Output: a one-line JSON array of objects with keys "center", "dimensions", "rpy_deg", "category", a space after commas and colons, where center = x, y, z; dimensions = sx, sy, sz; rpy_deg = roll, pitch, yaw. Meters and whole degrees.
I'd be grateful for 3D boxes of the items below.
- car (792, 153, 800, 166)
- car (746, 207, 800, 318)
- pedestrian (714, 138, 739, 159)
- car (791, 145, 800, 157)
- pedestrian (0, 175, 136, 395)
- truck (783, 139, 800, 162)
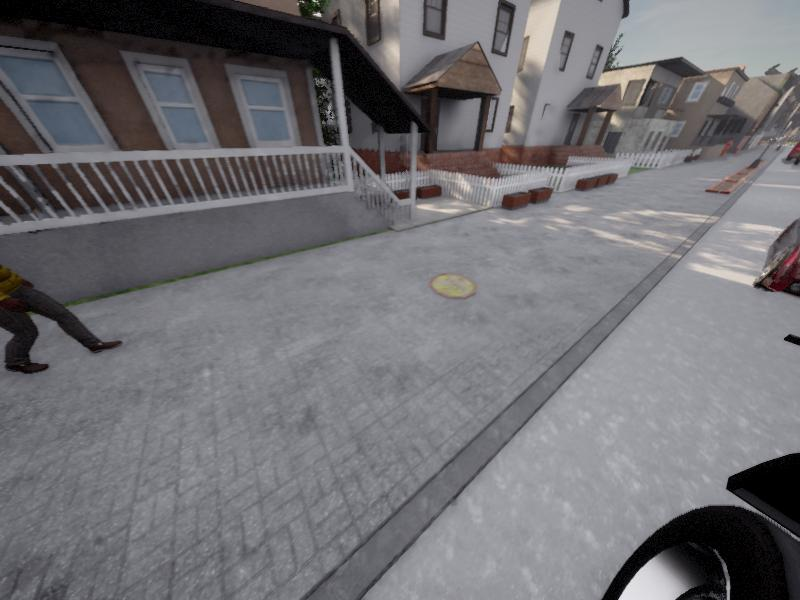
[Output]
[{"center": [37.187, -12.938, 20.578], "dimensions": [3.705, 1.549, 1.789], "rpy_deg": [-23, 41, -28], "category": "car"}, {"center": [8.032, -0.786, 3.763], "dimensions": [4.181, 1.385, 1.994], "rpy_deg": [-23, 41, -28], "category": "car"}, {"center": [35.714, -16.598, 25.287], "dimensions": [0.751, 1.860, 0.751], "rpy_deg": [-22, 40, -27], "category": "pedestrian"}, {"center": [50.855, -18.579, 28.520], "dimensions": [4.792, 1.488, 2.163], "rpy_deg": [-23, 41, -28], "category": "car"}, {"center": [-3.805, -0.088, 2.225], "dimensions": [0.751, 1.860, 0.751], "rpy_deg": [-16, 38, -21], "category": "pedestrian"}, {"center": [43.916, -16.666, 23.836], "dimensions": [8.468, 3.827, 2.891], "rpy_deg": [-22, 41, -28], "category": "truck"}]
